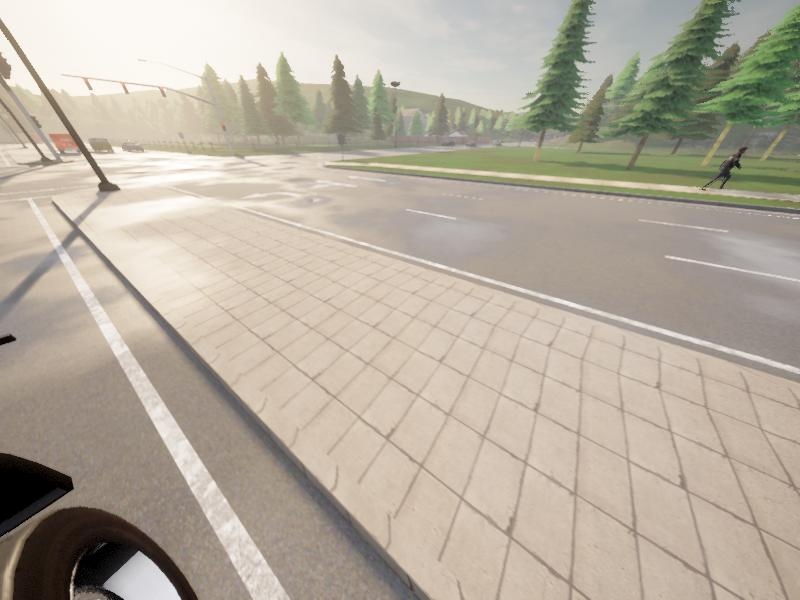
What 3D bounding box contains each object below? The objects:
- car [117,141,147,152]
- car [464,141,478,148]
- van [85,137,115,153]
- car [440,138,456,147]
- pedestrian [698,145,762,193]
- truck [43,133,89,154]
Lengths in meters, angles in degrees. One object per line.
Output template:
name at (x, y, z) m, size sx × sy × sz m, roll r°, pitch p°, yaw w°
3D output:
car at (-46.366, -26.489, 39.883) m, size 5.357 × 1.411 × 2.033 m, roll 22°, pitch 41°, yaw 28°
car at (19.717, -43.316, 64.196) m, size 1.837 × 1.490 × 4.892 m, roll 22°, pitch 41°, yaw 28°
van at (-48.951, -25.314, 37.692) m, size 4.442 × 1.987 × 1.775 m, roll 22°, pitch 41°, yaw 28°
car at (14.190, -46.036, 67.544) m, size 2.150 × 2.045 × 5.566 m, roll 22°, pitch 41°, yaw 28°
pedestrian at (15.163, -6.058, 10.701) m, size 0.751 × 1.860 × 0.751 m, roll 22°, pitch 41°, yaw 28°
truck at (-50.373, -23.631, 34.875) m, size 5.204 × 2.467 × 2.627 m, roll 22°, pitch 41°, yaw 28°
